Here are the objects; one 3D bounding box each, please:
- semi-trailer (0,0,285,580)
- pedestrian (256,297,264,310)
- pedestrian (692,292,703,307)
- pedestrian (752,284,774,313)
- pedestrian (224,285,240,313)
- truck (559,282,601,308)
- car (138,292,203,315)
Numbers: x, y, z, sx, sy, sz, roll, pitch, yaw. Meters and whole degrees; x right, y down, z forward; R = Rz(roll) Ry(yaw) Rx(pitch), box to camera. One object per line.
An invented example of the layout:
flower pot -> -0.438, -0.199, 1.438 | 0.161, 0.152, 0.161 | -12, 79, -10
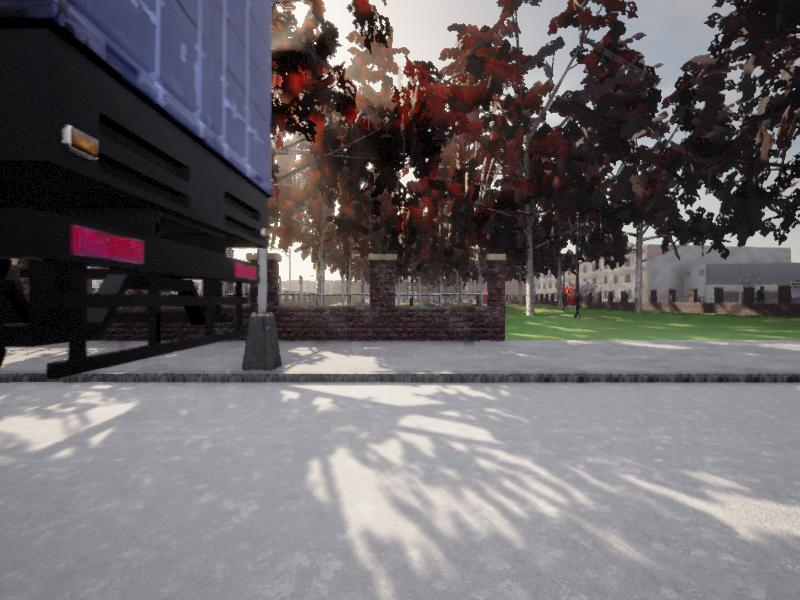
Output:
semi-trailer -> -8.314, -1.218, 2.744 | 14.254, 4.402, 2.717 | 0, 0, 0
pedestrian -> -11.924, 0.314, 34.025 | 0.500, 1.100, 0.500 | 0, 0, -7
pedestrian -> 36.408, -0.070, 48.976 | 0.751, 1.860, 0.751 | 0, 0, -2
pedestrian -> 23.488, -0.069, 25.923 | 0.751, 1.860, 0.751 | 0, 0, 0
pedestrian -> -11.635, -0.066, 27.687 | 0.751, 1.860, 0.751 | 0, 0, 0
truck -> 28.386, -0.707, 63.531 | 2.891, 3.827, 8.468 | 0, 0, 0
car -> -16.769, 0.238, 29.574 | 2.128, 1.511, 4.902 | 0, 0, -2
